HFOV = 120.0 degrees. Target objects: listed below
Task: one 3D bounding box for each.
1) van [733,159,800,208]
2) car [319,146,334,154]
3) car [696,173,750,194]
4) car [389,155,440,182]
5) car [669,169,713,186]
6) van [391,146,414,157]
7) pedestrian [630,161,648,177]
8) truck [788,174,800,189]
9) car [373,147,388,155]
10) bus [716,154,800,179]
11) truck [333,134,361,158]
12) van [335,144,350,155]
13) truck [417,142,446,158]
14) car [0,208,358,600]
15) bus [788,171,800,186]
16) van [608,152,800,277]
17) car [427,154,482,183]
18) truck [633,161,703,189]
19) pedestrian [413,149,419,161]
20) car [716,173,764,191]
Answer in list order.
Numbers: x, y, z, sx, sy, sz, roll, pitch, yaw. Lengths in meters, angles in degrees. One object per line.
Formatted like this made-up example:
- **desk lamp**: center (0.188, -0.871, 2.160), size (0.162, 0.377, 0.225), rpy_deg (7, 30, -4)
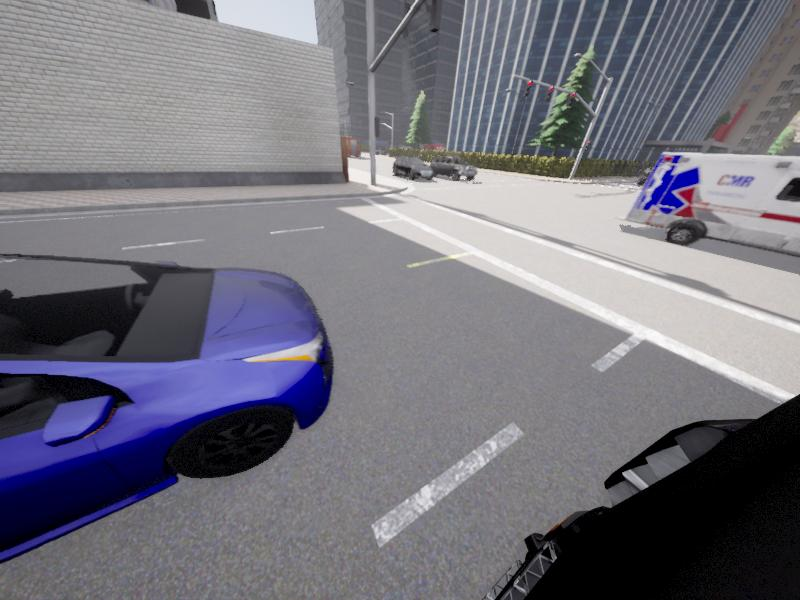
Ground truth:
- **van**: center (26.430, -8.053, 15.896), size (5.915, 2.561, 1.988), rpy_deg (-14, 37, -24)
- **car**: center (-19.145, -38.924, 59.969), size (2.033, 1.411, 5.357), rpy_deg (-16, 38, -26)
- **car**: center (29.706, -10.776, 21.225), size (4.193, 1.474, 1.816), rpy_deg (-16, 38, -26)
- **car**: center (0.990, -11.162, 19.502), size (2.033, 1.649, 4.856), rpy_deg (-14, 36, -24)
- **car**: center (33.214, -13.983, 26.366), size (4.674, 1.442, 1.812), rpy_deg (-16, 38, -26)
- **van**: center (0.757, -43.499, 67.499), size (6.366, 2.431, 2.351), rpy_deg (-16, 38, -26)
- **pedestrian**: center (32.046, -17.541, 30.942), size (0.751, 1.860, 0.751), rpy_deg (-16, 38, -26)
- **truck**: center (53.293, -15.581, 29.474), size (5.204, 2.467, 2.627), rpy_deg (-17, 38, -25)
- **car**: center (-5.725, -43.636, 67.717), size (3.866, 1.878, 1.905), rpy_deg (-16, 38, -26)
- **bus**: center (84.058, -31.497, 54.347), size (3.944, 4.253, 10.273), rpy_deg (-16, 38, -26)
- **truck**: center (-11.083, -31.974, 47.939), size (2.891, 3.827, 8.468), rpy_deg (-16, 38, -26)
- **van**: center (-14.868, -38.813, 59.571), size (2.069, 2.038, 4.480), rpy_deg (-16, 38, -26)
- **truck**: center (9.809, -46.676, 71.752), size (8.468, 3.827, 2.891), rpy_deg (-16, 38, -26)
- **car**: center (-2.812, 0.592, 1.464), size (4.514, 1.525, 2.007), rpy_deg (-16, 38, -26)
- **bus**: center (64.118, -19.456, 34.520), size (10.273, 4.253, 3.944), rpy_deg (-16, 38, -26)
- **van**: center (10.366, -2.341, 6.153), size (2.351, 2.431, 6.366), rpy_deg (-16, 38, -26)
- **car**: center (4.605, -11.660, 20.313), size (1.932, 1.855, 4.605), rpy_deg (-16, 37, -26)
- **truck**: center (26.420, -12.338, 22.756), size (6.274, 2.098, 2.390), rpy_deg (-16, 38, -26)
- **pedestrian**: center (2.929, -26.618, 42.428), size (0.751, 1.860, 0.751), rpy_deg (-17, 39, -28)
- **car**: center (35.761, -12.444, 24.315), size (4.181, 1.385, 1.994), rpy_deg (-16, 38, -27)
